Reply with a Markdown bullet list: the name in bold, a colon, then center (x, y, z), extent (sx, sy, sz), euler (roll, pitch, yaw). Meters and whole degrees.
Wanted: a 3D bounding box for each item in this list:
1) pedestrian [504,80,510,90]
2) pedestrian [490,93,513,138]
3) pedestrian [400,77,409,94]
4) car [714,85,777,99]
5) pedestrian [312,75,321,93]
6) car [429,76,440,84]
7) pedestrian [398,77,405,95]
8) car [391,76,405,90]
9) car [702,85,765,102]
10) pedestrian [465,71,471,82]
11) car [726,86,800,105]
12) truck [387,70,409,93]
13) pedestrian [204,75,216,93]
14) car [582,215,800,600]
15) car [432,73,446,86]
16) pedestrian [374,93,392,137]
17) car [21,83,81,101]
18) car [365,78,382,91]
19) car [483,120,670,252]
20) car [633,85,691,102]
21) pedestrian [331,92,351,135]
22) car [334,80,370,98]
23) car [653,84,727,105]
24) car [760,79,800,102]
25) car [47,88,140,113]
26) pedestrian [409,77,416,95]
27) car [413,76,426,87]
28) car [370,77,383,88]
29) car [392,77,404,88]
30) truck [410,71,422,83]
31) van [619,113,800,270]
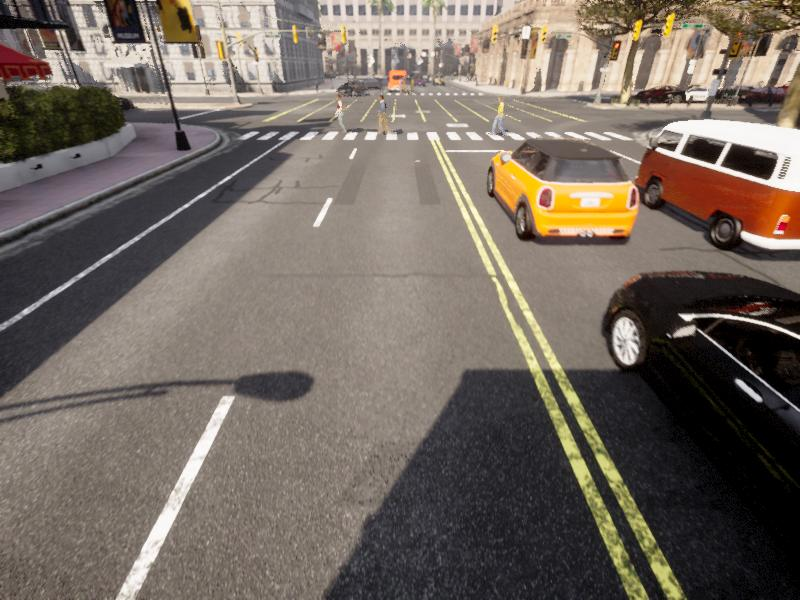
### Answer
- **pedestrian**: center (14.781, -29.629, 55.146), extent (0.500, 1.100, 0.500), euler (0, 30, 0)
- **pedestrian**: center (4.851, -8.843, 19.200), extent (0.751, 1.860, 0.751), euler (2, 30, 2)
- **pedestrian**: center (0.553, -25.898, 48.300), extent (0.751, 1.860, 0.751), euler (12, 32, 20)
- **car**: center (36.709, -22.169, 42.599), extent (4.718, 1.301, 1.895), euler (0, 30, 0)
- **pedestrian**: center (-9.999, -26.004, 48.162), extent (0.751, 1.860, 0.751), euler (-1, 30, -2)
- **car**: center (6.791, -43.752, 79.392), extent (1.895, 1.301, 4.718), euler (0, 30, 0)
- **pedestrian**: center (0.153, -25.657, 47.889), extent (0.751, 1.860, 0.751), euler (5, 31, 9)
- **car**: center (-0.293, -31.782, 58.608), extent (1.930, 1.638, 5.238), euler (0, 30, 0)
- **car**: center (33.063, -20.556, 39.778), extent (4.181, 1.385, 1.994), euler (1, 30, 1)
- **pedestrian**: center (13.687, -44.854, 80.379), extent (0.751, 1.860, 0.751), euler (-5, 31, -9)
- **car**: center (33.664, -18.801, 36.758), extent (5.357, 1.411, 2.033), euler (0, 30, 0)
- **truck**: center (-0.269, -28.662, 52.463), extent (2.627, 2.467, 5.204), euler (0, 30, 0)
- **pedestrian**: center (-22.735, -25.852, 47.879), extent (0.751, 1.860, 0.751), euler (1, 30, 2)
- **car**: center (3.445, 0.872, 3.027), extent (1.837, 1.490, 4.892), euler (0, 30, 0)
- **car**: center (6.719, -37.952, 68.917), extent (1.932, 1.855, 4.605), euler (0, 30, 0)
- **pedestrian**: center (-0.812, -8.997, 19.453), extent (0.751, 1.860, 0.751), euler (1, 30, 1)
- **car**: center (-34.634, -20.726, 39.835), extent (3.806, 1.475, 1.970), euler (0, 30, 0)
- **car**: center (-3.793, -31.295, 58.015), extent (2.033, 1.411, 5.357), euler (0, 30, 0)
- **car**: center (3.419, -2.825, 9.039), extent (2.097, 1.767, 4.553), euler (0, 30, 0)
- **car**: center (25.982, -20.572, 39.793), extent (4.181, 1.385, 1.994), euler (0, 30, 0)
- **pedestrian**: center (-2.939, -9.317, 19.995), extent (0.751, 1.860, 0.751), euler (0, 30, 0)
- **car**: center (-5.317, -23.969, 45.406), extent (1.837, 1.490, 4.892), euler (13, 33, 19)
- **car**: center (26.533, -18.877, 36.740), extent (4.974, 1.542, 2.038), euler (0, 30, 0)
- **car**: center (38.804, -20.776, 39.648), extent (3.866, 1.878, 1.905), euler (0, 30, 0)
- **car**: center (-22.774, -14.913, 29.883), extent (4.974, 1.542, 2.038), euler (0, 30, 0)
- **pedestrian**: center (1.519, -25.576, 47.754), extent (0.751, 1.860, 0.751), euler (1, 30, 1)
- **car**: center (3.204, -36.076, 66.108), extent (1.816, 1.474, 4.193), euler (0, 30, 0)
- **car**: center (-3.802, -35.779, 65.693), extent (1.994, 1.385, 4.181), euler (0, 30, -1)
- **car**: center (-0.302, -35.551, 65.310), extent (1.994, 1.385, 4.181), euler (0, 30, 0)
- **truck**: center (3.297, -46.929, 84.015), extent (2.390, 2.098, 6.274), euler (0, 30, 0)
- **van**: center (6.923, -2.530, 8.298), extent (2.069, 2.038, 4.480), euler (0, 30, 0)
